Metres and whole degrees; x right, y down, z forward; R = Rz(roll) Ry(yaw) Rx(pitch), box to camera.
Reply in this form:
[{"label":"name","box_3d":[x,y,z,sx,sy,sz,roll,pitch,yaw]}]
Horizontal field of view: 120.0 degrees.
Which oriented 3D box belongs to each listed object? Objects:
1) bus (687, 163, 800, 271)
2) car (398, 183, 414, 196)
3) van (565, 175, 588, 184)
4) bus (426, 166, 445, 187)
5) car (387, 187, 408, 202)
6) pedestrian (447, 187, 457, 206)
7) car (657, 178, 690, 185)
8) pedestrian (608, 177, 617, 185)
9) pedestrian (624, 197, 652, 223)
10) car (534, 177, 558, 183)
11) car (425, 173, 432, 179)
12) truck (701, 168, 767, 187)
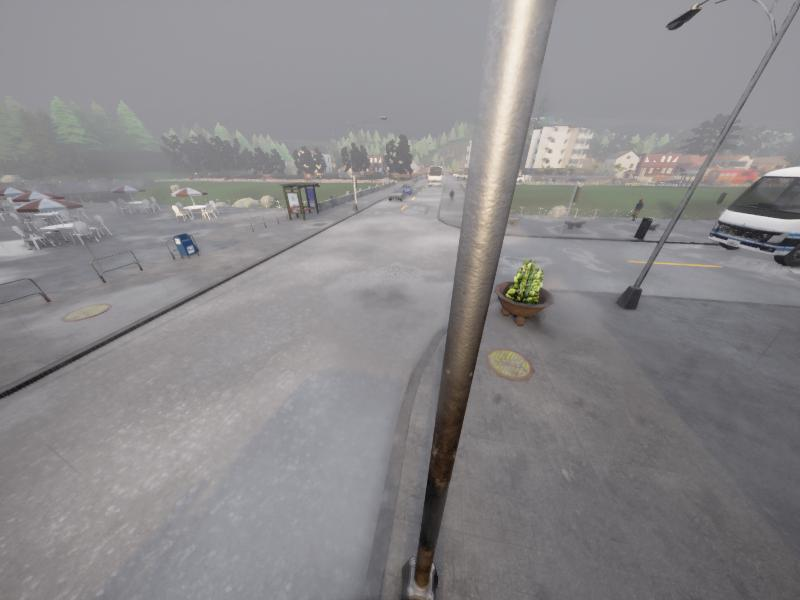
[{"label":"bus","box_3d":[22.168,-3.804,10.550,10.273,4.253,3.944,5,30,8]},{"label":"car","box_3d":[1.083,-18.878,39.384,2.007,1.525,4.514,5,30,9]},{"label":"van","box_3d":[49.429,-33.814,64.791,4.442,1.987,1.775,5,30,9]},{"label":"bus","box_3d":[8.888,-31.033,57.702,3.944,4.253,10.273,5,30,9]},{"label":"car","box_3d":[-0.263,-14.968,32.743,2.033,1.411,5.357,5,30,9]},{"label":"pedestrian","box_3d":[6.118,-12.187,27.186,0.751,1.860,0.751,17,34,26]},{"label":"car","box_3d":[72.513,-31.523,61.404,5.357,1.411,2.033,5,30,9]},{"label":"pedestrian","box_3d":[51.820,-28.965,56.265,0.751,1.860,0.751,5,30,9]},{"label":"pedestrian","box_3d":[19.254,-7.279,18.731,0.751,1.860,0.751,5,30,9]},{"label":"car","box_3d":[41.605,-34.355,66.076,5.238,1.638,1.930,5,30,9]},{"label":"car","box_3d":[11.106,-47.546,88.525,2.150,2.045,5.566,5,30,9]},{"label":"truck","box_3d":[80.700,-29.815,56.020,8.468,3.827,2.891,5,30,9]}]
